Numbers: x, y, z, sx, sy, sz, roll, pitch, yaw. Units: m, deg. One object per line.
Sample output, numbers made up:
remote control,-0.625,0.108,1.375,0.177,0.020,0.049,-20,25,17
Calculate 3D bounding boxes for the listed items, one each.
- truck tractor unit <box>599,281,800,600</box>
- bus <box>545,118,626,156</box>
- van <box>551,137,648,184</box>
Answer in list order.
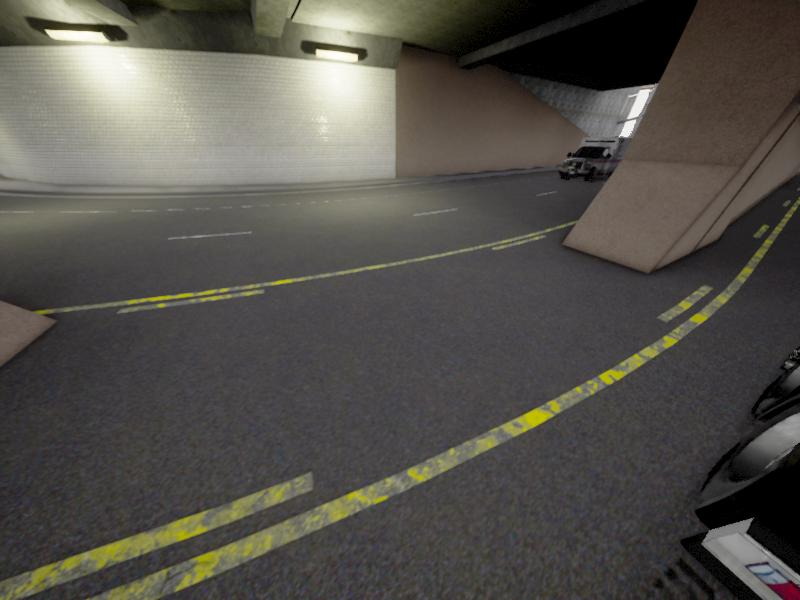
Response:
truck tractor unit,5.137,-0.275,0.736,6.516,4.208,3.053,-17,39,-23
bus,33.312,-30.008,42.283,3.944,4.253,10.273,-19,47,-25
van,14.091,-9.976,16.335,6.366,2.431,2.351,-20,39,-26
